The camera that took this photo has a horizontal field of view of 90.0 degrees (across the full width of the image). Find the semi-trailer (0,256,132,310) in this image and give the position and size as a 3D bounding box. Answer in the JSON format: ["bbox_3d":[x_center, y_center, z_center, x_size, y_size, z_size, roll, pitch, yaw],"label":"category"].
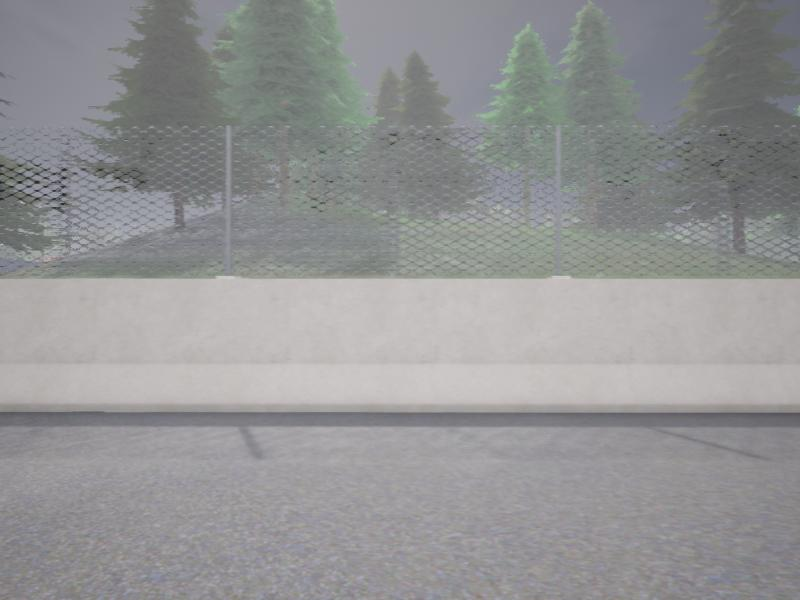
[{"bbox_3d":[-33.248,-1.404,40.119,2.717,4.402,14.254,-2,0,1],"label":"semi-trailer"}]

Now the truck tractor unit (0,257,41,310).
[{"bbox_3d":[-33.356,-1.315,32.202,3.053,4.208,6.516,0,0,1],"label":"truck tractor unit"}]
